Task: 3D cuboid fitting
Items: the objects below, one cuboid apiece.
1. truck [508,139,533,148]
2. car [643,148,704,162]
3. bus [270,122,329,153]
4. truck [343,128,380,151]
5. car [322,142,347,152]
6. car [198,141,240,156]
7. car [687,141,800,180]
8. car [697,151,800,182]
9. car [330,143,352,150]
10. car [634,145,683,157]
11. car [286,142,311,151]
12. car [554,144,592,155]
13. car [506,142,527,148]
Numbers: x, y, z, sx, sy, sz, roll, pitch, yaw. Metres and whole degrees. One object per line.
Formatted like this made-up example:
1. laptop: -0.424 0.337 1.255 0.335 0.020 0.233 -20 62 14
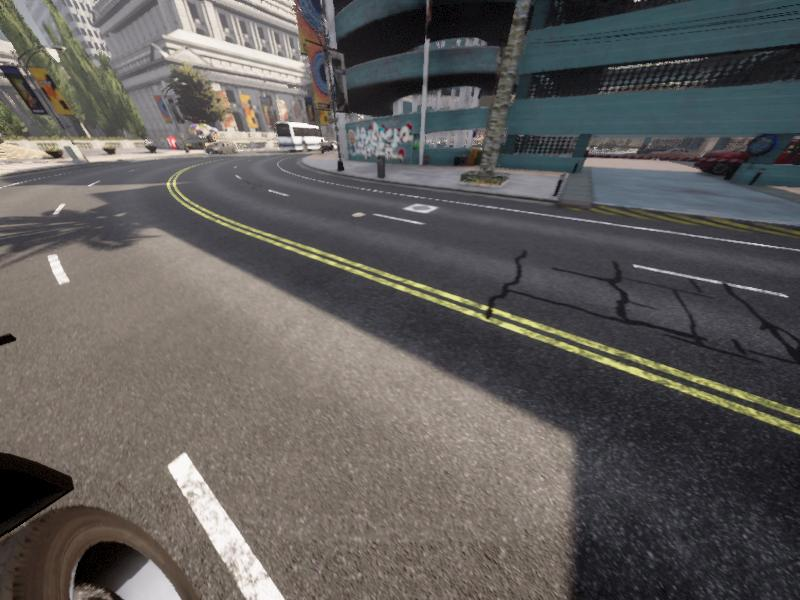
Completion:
1. truck: 37.938 -49.254 72.752 6.274 2.098 2.390 21 40 27
2. car: 34.684 -18.623 29.524 4.718 1.301 1.895 21 40 27
3. bus: -17.831 -29.692 42.327 3.944 4.253 10.273 10 36 14
4. truck: -8.179 -35.445 51.016 2.891 3.827 8.468 20 40 26
5. car: -12.735 -30.057 45.277 2.038 1.542 4.974 15 38 20
6. car: -26.685 -22.568 34.313 2.242 1.667 4.611 2 35 2
7. car: 25.149 -9.916 16.244 5.566 2.045 2.435 21 40 27
8. car: 25.195 -9.576 16.443 4.514 1.523 2.007 21 40 27
9. car: -12.885 -33.895 50.949 1.895 1.301 4.718 19 39 25
10. car: 41.447 -24.045 37.246 4.786 1.482 2.161 21 40 27
11. car: -20.101 -30.479 45.929 1.994 1.385 4.181 14 37 19
12. car: 29.513 -25.857 39.614 4.902 1.511 2.128 21 40 27
13. car: 35.684 -47.435 70.746 5.357 1.411 2.033 21 40 27
